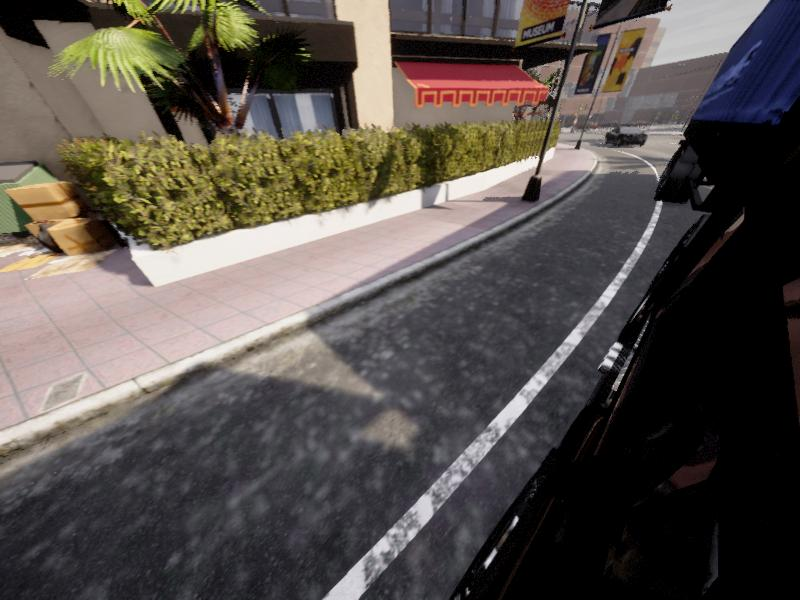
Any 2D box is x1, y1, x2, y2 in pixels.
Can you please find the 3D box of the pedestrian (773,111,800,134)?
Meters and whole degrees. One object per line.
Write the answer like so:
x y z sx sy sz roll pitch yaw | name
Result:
40.396 -18.428 23.973 0.751 1.860 0.751 -5 37 -3 | pedestrian

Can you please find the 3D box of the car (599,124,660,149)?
20.632 -15.037 21.133 1.930 1.638 5.238 9 38 15 | car

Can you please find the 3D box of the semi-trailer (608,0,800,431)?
8.176 -3.911 4.687 2.717 4.402 14.254 28 46 34 | semi-trailer

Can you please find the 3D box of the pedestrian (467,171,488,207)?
4.770 -6.857 14.265 0.751 1.860 0.751 20 42 27 | pedestrian

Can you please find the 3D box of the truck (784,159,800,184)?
14.369 -3.785 6.080 2.390 2.098 6.274 24 44 31 | truck

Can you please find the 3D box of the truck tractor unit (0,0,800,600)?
2.645 -0.295 0.352 6.516 4.208 3.053 -28 44 -30 | truck tractor unit
